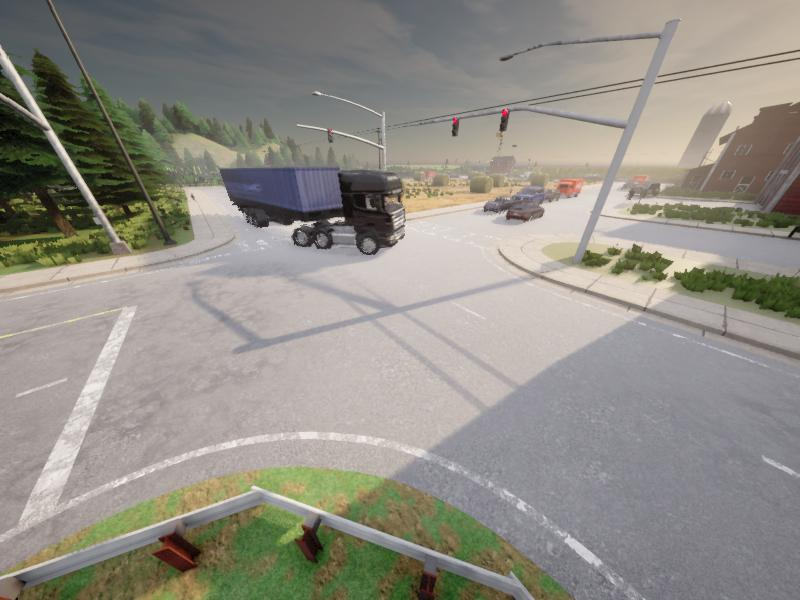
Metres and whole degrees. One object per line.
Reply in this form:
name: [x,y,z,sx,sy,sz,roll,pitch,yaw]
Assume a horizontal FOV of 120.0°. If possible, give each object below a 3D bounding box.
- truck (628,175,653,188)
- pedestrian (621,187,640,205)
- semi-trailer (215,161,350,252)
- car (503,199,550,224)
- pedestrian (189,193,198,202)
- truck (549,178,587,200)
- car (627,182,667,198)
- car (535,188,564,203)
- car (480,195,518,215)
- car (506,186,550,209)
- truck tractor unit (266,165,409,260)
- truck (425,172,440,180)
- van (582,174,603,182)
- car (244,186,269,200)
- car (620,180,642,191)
truck: [55.261,-27.286,53.107,5.204,2.467,2.627,-24,38,-34]
pedestrian: [27.554,-12.460,27.663,0.751,1.860,0.751,5,30,8]
semi-trailer: [-9.297,-7.541,16.977,14.254,4.402,2.717,25,39,36]
car: [11.439,-8.078,20.883,4.181,1.385,1.994,-23,37,-34]
pedestrian: [-26.644,-13.213,29.780,0.500,1.100,0.500,-15,33,-24]
truck: [25.359,-16.820,34.920,5.204,2.467,2.627,-24,38,-33]
car: [37.519,-16.849,35.271,1.905,1.878,3.866,-2,28,9]
car: [20.426,-14.296,31.502,3.705,1.549,1.789,-23,37,-34]
car: [10.235,-9.931,23.957,3.633,1.501,1.845,-23,37,-34]
car: [15.392,-12.350,27.640,5.566,2.045,2.150,-23,37,-34]
truck tractor unit: [-3.107,-5.106,12.932,6.516,4.208,3.053,9,32,16]
truck: [12.108,-46.603,86.524,5.204,2.467,2.627,-20,36,-31]
van: [61.962,-39.387,74.533,2.069,2.038,4.480,-23,37,-34]
car: [-21.694,-16.208,34.890,2.038,1.542,4.974,-22,37,-33]
car: [48.064,-23.847,47.977,5.027,1.651,2.152,-23,37,-34]
